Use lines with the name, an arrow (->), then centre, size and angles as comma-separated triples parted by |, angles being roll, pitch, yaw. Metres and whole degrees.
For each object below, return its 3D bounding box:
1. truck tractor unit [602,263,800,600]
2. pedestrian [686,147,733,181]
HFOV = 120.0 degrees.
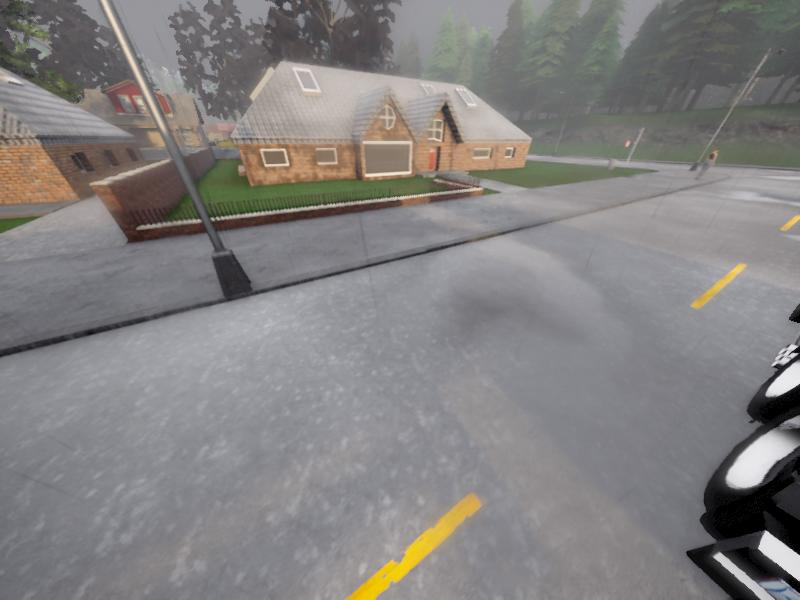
truck tractor unit -> 5.106, -0.307, 0.781 | 6.516, 4.208, 3.053 | -18, 39, -24
pedestrian -> 19.737, -8.696, 14.794 | 0.751, 1.860, 0.751 | 3, 35, 3
